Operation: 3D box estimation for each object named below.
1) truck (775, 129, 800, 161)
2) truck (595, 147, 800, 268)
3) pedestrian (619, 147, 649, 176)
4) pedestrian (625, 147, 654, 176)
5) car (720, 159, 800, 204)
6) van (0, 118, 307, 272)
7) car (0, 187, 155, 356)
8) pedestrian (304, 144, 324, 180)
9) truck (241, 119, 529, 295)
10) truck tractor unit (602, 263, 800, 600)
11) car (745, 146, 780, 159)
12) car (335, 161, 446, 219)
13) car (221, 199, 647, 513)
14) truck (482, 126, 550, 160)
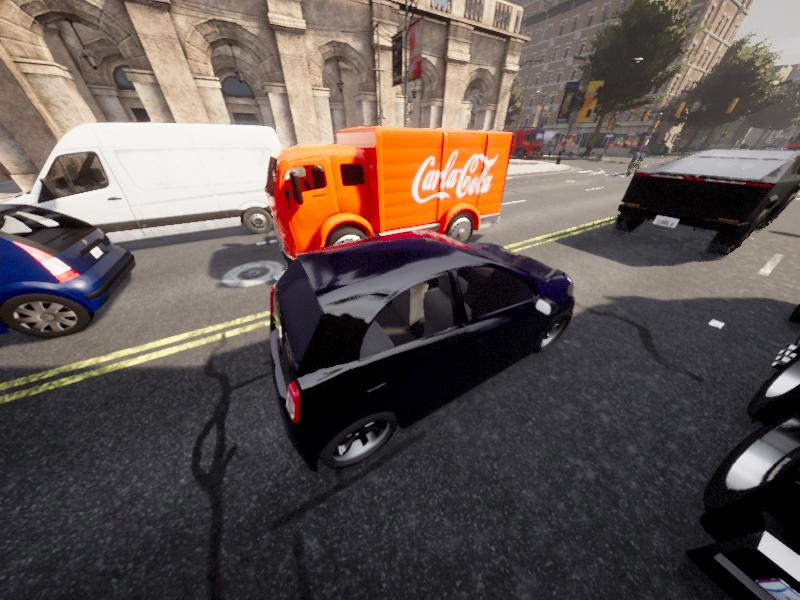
[{"bbox_3d":[61.279,-23.353,34.659,8.468,3.827,2.891,-18,39,-25],"label":"truck"},{"bbox_3d":[9.008,-3.034,6.589,6.274,2.098,2.390,-18,39,-25],"label":"truck"},{"bbox_3d":[17.721,-10.497,17.539,0.751,1.860,0.751,-19,39,-26],"label":"pedestrian"},{"bbox_3d":[18.369,-10.625,17.727,0.751,1.860,0.751,-29,44,-35],"label":"pedestrian"},{"bbox_3d":[18.182,-5.931,11.364,3.806,1.475,1.970,-21,40,-27],"label":"car"},{"bbox_3d":[-5.959,-2.962,5.985,5.915,2.561,1.988,-18,39,-24],"label":"van"},{"bbox_3d":[-6.279,-0.171,2.790,3.988,1.617,1.851,-18,39,-24],"label":"car"},{"bbox_3d":[-5.358,-8.633,14.418,0.751,1.860,0.751,-15,38,-21],"label":"pedestrian"},{"bbox_3d":[-0.226,-2.481,5.399,5.204,2.467,2.627,-18,39,-24],"label":"truck"},{"bbox_3d":[5.105,-0.308,0.781,6.516,4.208,3.053,-19,39,-24],"label":"truck tractor unit"},{"bbox_3d":[58.345,-23.804,37.194,5.238,1.638,1.930,-19,39,-25],"label":"car"},{"bbox_3d":[-0.333,-4.371,8.935,3.633,1.501,1.845,-18,39,-24],"label":"car"},{"bbox_3d":[0.459,-0.009,2.677,3.633,1.501,1.845,-18,39,-24],"label":"car"},{"bbox_3d":[17.041,-23.782,34.933,2.891,3.827,8.468,-18,39,-24],"label":"truck"}]
